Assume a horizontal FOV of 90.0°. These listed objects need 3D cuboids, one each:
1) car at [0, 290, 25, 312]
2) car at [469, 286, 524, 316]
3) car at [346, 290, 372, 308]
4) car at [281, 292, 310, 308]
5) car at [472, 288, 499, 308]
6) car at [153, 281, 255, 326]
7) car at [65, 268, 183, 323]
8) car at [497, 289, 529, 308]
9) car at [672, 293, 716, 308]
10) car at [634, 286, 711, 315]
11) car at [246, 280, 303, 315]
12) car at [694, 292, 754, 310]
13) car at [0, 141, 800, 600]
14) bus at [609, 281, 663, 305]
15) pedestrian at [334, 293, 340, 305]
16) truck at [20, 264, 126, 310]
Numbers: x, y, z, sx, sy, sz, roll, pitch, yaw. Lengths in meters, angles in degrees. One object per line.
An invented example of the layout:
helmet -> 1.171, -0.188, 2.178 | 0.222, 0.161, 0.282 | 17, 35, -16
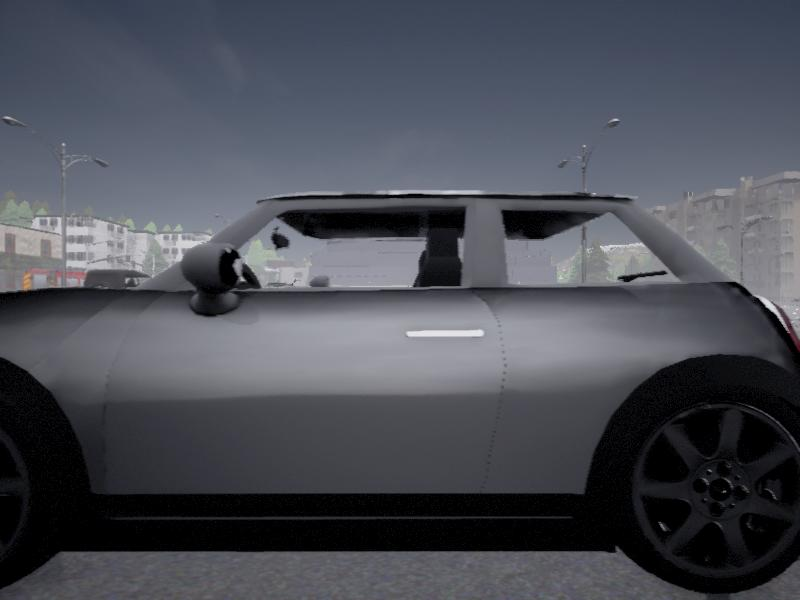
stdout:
car -> -29.548, 0.086, 27.967 | 2.038, 1.542, 4.974 | 0, 0, 0
car -> 5.319, 0.034, 22.726 | 2.007, 1.523, 4.514 | 0, 0, -1
car -> -4.107, -0.094, 40.765 | 2.152, 1.636, 5.027 | 0, 0, -1
car -> -10.522, -0.005, 40.403 | 1.970, 1.475, 3.806 | 0, 0, -1
car -> 8.687, -0.193, 40.841 | 1.905, 1.878, 3.866 | 0, 0, -1
car -> -7.053, 0.118, 14.884 | 1.970, 1.475, 3.806 | 0, 0, -1
car -> -10.382, -0.160, 15.475 | 1.905, 1.878, 3.866 | 0, 0, -1
car -> 11.591, -0.178, 41.271 | 1.932, 1.855, 4.605 | 0, 0, -1
car -> 30.175, 0.067, 41.245 | 1.845, 1.501, 3.633 | 0, 0, -1
car -> 15.312, 0.038, 22.743 | 1.845, 1.501, 3.633 | 0, 0, -1
car -> -7.142, -0.145, 23.363 | 1.932, 1.855, 4.605 | 0, 0, -1
car -> 27.239, 0.082, 33.806 | 1.970, 1.475, 3.806 | 0, 0, -1
car -> -0.320, 0.256, 2.201 | 3.806, 1.475, 1.970 | 0, 0, 0
bus -> 43.720, -1.212, 74.813 | 3.944, 4.253, 10.273 | 0, 0, -1
pedestrian -> -9.935, -0.112, 63.201 | 0.751, 1.860, 0.751 | 0, 0, 1
truck -> -29.573, -1.060, 36.884 | 2.891, 3.827, 8.468 | 0, 0, 0
